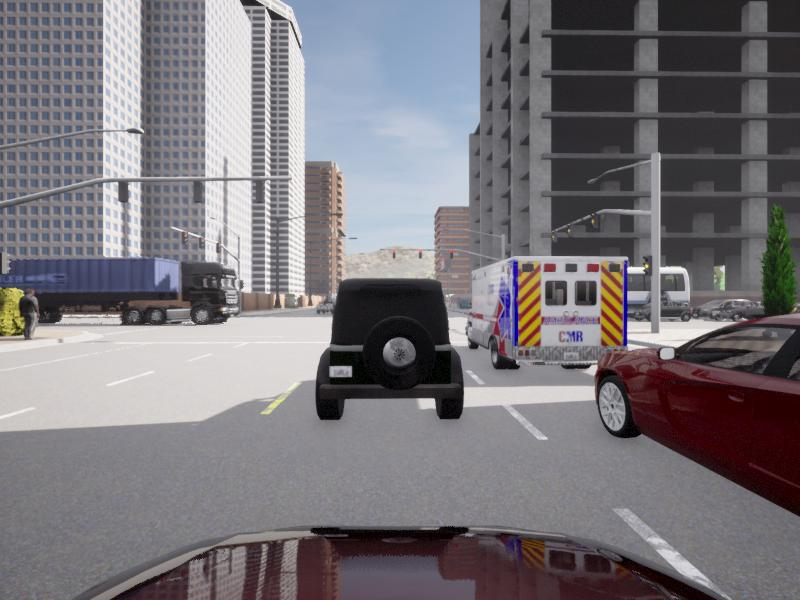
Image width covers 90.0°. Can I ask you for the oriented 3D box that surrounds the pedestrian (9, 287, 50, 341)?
[{"bbox_3d":[-13.168,0.485,14.233,0.751,1.860,0.751,0,0,11],"label":"pedestrian"}]

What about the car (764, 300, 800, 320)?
[{"bbox_3d":[33.950,0.801,33.484,5.366,1.575,1.801,0,0,-1],"label":"car"}]

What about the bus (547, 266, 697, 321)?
[{"bbox_3d":[18.010,-0.535,33.064,10.273,4.253,3.944,0,0,-1],"label":"bus"}]

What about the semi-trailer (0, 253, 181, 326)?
[{"bbox_3d":[-21.896,-0.618,25.566,14.254,4.402,2.717,0,0,0],"label":"semi-trailer"}]

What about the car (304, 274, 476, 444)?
[{"bbox_3d":[-0.157,0.646,6.375,1.905,1.878,3.866,0,0,-2],"label":"car"}]

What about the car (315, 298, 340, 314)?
[{"bbox_3d":[-8.316,0.652,46.420,1.932,1.855,4.605,0,0,1],"label":"car"}]

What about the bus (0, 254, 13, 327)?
[{"bbox_3d":[-28.305,-0.534,21.935,10.273,4.253,3.944,0,0,-1],"label":"bus"}]

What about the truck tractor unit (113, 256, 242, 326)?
[{"bbox_3d":[-13.980,-0.520,25.611,6.516,4.208,3.053,0,0,-1],"label":"truck tractor unit"}]

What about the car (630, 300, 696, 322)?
[{"bbox_3d":[19.451,0.815,29.711,3.705,1.549,1.789,0,0,-1],"label":"car"}]

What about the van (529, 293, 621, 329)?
[{"bbox_3d":[9.766,0.598,22.529,4.442,1.987,1.775,0,0,-1],"label":"van"}]

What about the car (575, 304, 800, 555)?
[{"bbox_3d":[3.422,0.823,3.069,1.882,1.535,5.008,0,0,-1],"label":"car"}]

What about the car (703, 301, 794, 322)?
[{"bbox_3d":[25.877,0.836,29.830,4.902,1.511,2.128,0,0,-1],"label":"car"}]

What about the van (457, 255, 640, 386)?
[{"bbox_3d":[3.229,0.378,10.624,2.351,2.431,6.366,0,0,-2],"label":"van"}]

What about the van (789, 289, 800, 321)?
[{"bbox_3d":[33.479,0.378,29.976,6.366,2.431,2.351,0,0,-1],"label":"van"}]

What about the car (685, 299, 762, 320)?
[{"bbox_3d":[26.870,0.756,33.351,4.611,1.667,2.242,0,0,-1],"label":"car"}]
